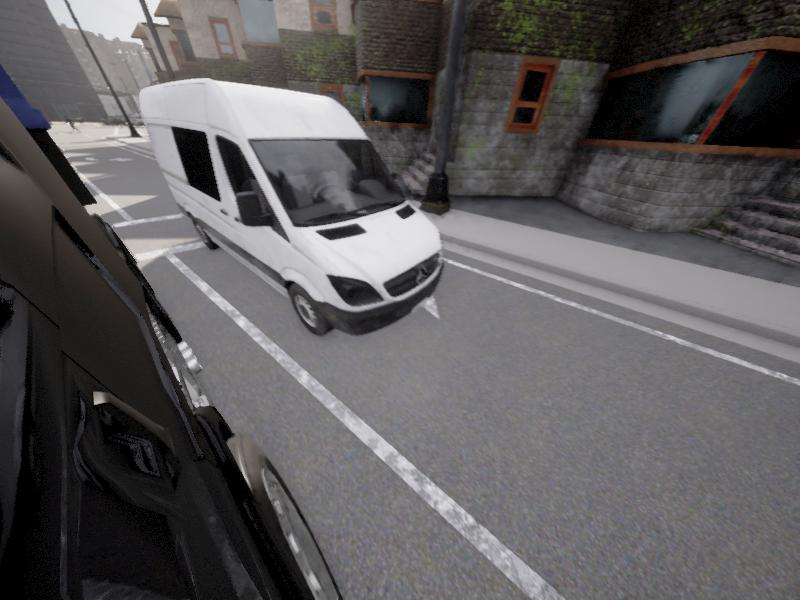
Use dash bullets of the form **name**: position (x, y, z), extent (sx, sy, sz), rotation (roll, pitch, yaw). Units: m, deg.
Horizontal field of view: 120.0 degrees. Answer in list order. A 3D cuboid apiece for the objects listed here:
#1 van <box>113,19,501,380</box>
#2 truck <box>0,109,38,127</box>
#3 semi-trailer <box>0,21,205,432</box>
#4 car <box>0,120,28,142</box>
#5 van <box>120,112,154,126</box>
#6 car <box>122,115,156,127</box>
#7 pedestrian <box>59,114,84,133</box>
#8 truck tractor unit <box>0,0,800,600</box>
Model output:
- **van**: position (-1.981, -1.799, 3.826), extent (5.915, 2.561, 1.988), rotation (28, 43, 30)
- **truck**: position (-60.308, -27.817, 35.223), extent (2.390, 2.098, 6.274), rotation (-12, 39, -19)
- **semi-trailer**: position (-8.867, -3.485, 4.053), extent (14.254, 4.402, 2.717), rotation (26, 43, 28)
- **car**: position (-33.876, -14.409, 19.650), extent (4.718, 1.301, 1.895), rotation (26, 43, 28)
- **van**: position (-65.856, -45.436, 58.093), extent (1.988, 2.561, 5.915), rotation (-2, 37, -7)
- **car**: position (-61.833, -42.526, 54.870), extent (2.150, 2.045, 5.566), rotation (-2, 37, -7)
- **pedestrian**: position (-40.963, -21.994, 28.800), extent (0.751, 1.860, 0.751), rotation (-4, 37, -9)
- **truck tractor unit**: position (-2.645, -0.295, 0.351), extent (6.516, 4.208, 3.053), rotation (28, 44, 30)
